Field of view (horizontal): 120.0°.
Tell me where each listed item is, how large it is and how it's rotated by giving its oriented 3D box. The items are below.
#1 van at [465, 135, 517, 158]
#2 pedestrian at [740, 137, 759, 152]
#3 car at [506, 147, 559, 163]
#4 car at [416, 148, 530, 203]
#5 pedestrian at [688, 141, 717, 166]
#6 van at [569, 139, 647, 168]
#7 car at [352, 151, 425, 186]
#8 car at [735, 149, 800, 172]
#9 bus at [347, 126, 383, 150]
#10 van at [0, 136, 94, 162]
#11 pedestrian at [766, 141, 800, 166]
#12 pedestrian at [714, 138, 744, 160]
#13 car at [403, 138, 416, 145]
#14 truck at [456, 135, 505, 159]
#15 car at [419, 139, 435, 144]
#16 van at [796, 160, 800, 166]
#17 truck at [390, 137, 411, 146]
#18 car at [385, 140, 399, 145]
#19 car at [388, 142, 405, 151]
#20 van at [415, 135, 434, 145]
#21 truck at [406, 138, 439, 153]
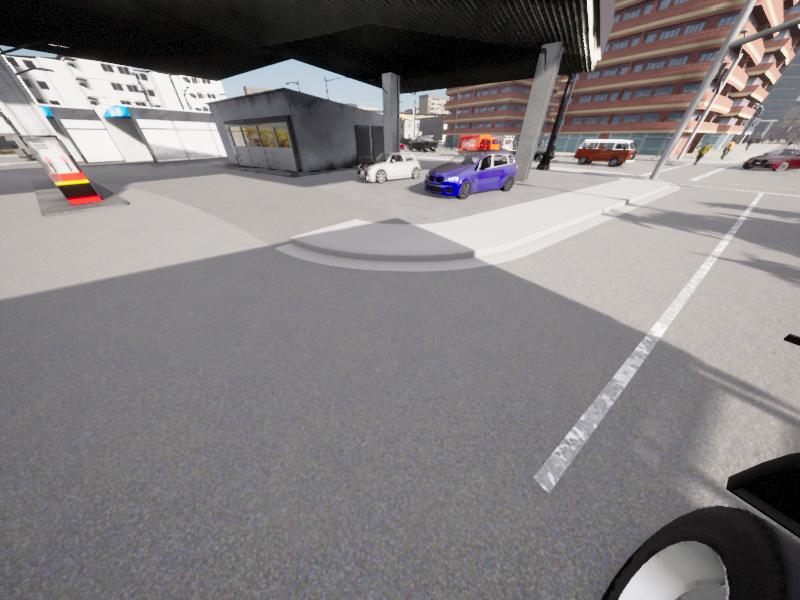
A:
[{"bbox_3d":[12.655,-21.914,32.829,2.351,2.431,6.366,-23,41,-29],"label":"van"},{"bbox_3d":[55.290,-24.607,36.541,0.751,1.860,0.751,-14,37,-19],"label":"pedestrian"},{"bbox_3d":[14.709,-16.388,25.953,1.895,1.301,4.718,-23,41,-29],"label":"car"},{"bbox_3d":[3.275,-5.788,10.454,4.611,1.667,2.242,-22,41,-28],"label":"car"},{"bbox_3d":[26.768,-12.988,20.510,0.751,1.860,0.751,28,44,34],"label":"pedestrian"},{"bbox_3d":[18.732,-13.461,21.123,2.069,2.038,4.480,-23,41,-29],"label":"van"},{"bbox_3d":[-0.642,-8.102,14.046,3.806,1.475,1.970,-22,41,-28],"label":"car"},{"bbox_3d":[29.811,-10.927,18.032,4.181,1.385,1.994,-4,35,-6],"label":"car"},{"bbox_3d":[-8.662,-39.430,56.210,3.944,4.253,10.273,-23,41,-28],"label":"bus"},{"bbox_3d":[-45.249,-19.702,29.996,1.988,2.561,5.915,9,36,13],"label":"van"},{"bbox_3d":[33.845,-12.892,20.325,0.751,1.860,0.751,-9,36,-12],"label":"pedestrian"},{"bbox_3d":[34.218,-15.713,24.062,0.751,1.860,0.751,5,36,8],"label":"pedestrian"},{"bbox_3d":[3.282,-54.257,78.873,3.866,1.878,1.905,-23,41,-27],"label":"car"},{"bbox_3d":[10.422,-20.261,30.462,2.627,2.467,5.204,-23,41,-28],"label":"truck"},{"bbox_3d":[9.688,-56.762,82.549,5.357,1.411,2.033,-23,41,-27],"label":"car"},{"bbox_3d":[38.093,-13.161,20.562,4.480,2.038,2.069,-22,41,-28],"label":"van"},{"bbox_3d":[0.237,-50.594,73.653,6.274,2.098,2.390,-23,41,-27],"label":"truck"},{"bbox_3d":[-2.557,-51.620,75.768,4.181,1.385,1.994,-22,41,-27],"label":"car"},{"bbox_3d":[-0.751,-32.165,48.251,1.845,1.501,3.633,-23,41,-29],"label":"car"},{"bbox_3d":[8.227,-54.080,77.988,6.366,2.431,2.351,-23,41,-27],"label":"van"},{"bbox_3d":[4.020,-28.615,42.687,2.390,2.098,6.274,-23,41,-29],"label":"truck"}]
